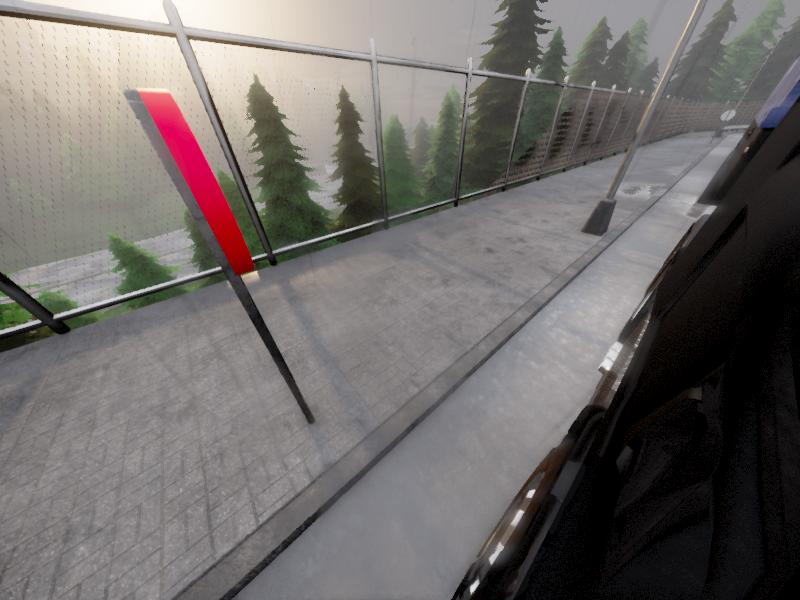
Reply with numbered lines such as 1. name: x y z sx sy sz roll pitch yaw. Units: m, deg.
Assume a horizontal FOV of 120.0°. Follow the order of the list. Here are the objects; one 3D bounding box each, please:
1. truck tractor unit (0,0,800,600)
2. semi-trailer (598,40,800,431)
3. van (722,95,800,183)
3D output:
1. truck tractor unit: 2.645 -0.295 0.351 6.516 4.208 3.053 -28 44 -30
2. semi-trailer: 8.698 -3.605 4.228 14.254 4.402 2.717 -28 44 -30
3. van: 16.354 -6.919 9.763 5.915 2.561 1.988 -28 44 -30
